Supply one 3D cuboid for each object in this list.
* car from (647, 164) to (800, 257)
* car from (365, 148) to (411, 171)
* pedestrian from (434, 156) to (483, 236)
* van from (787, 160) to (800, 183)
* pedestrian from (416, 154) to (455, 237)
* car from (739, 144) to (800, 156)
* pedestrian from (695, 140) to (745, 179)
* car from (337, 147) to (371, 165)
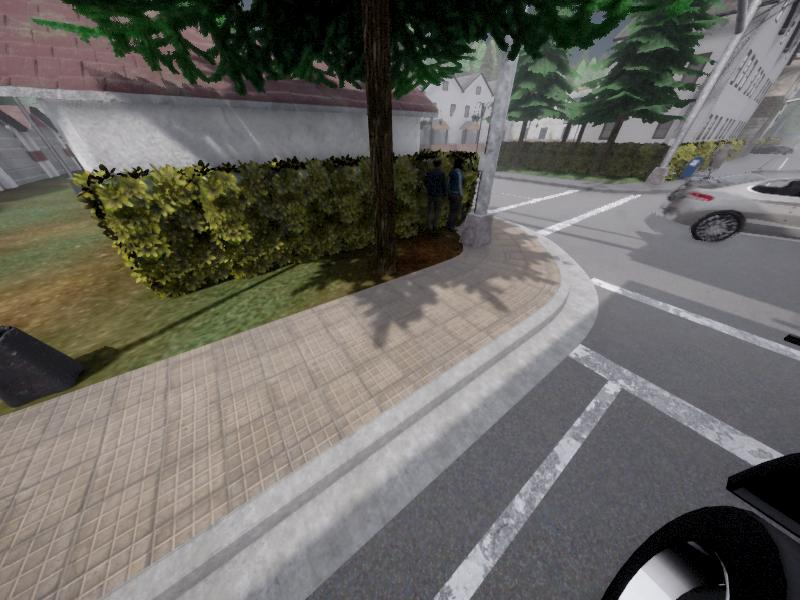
[{"bbox_3d":[10.157,-2.246,5.797,5.027,1.651,2.152,22,42,28],"label":"car"},{"bbox_3d":[-1.236,-13.529,22.128,1.882,1.535,5.008,-22,41,-28],"label":"car"},{"bbox_3d":[1.532,-2.847,6.357,0.751,1.860,0.751,-15,38,-19],"label":"pedestrian"},{"bbox_3d":[25.440,-8.068,13.421,4.480,2.038,2.069,-25,42,-31],"label":"van"},{"bbox_3d":[0.913,-2.767,6.169,0.751,1.860,0.751,11,37,16],"label":"pedestrian"},{"bbox_3d":[51.808,-21.088,32.463,1.994,1.385,4.181,-5,33,-8],"label":"car"},{"bbox_3d":[18.360,-8.083,13.341,0.751,1.860,0.751,19,40,25],"label":"pedestrian"},{"bbox_3d":[-5.451,-17.006,27.093,1.882,1.535,5.008,-22,41,-28],"label":"car"}]
